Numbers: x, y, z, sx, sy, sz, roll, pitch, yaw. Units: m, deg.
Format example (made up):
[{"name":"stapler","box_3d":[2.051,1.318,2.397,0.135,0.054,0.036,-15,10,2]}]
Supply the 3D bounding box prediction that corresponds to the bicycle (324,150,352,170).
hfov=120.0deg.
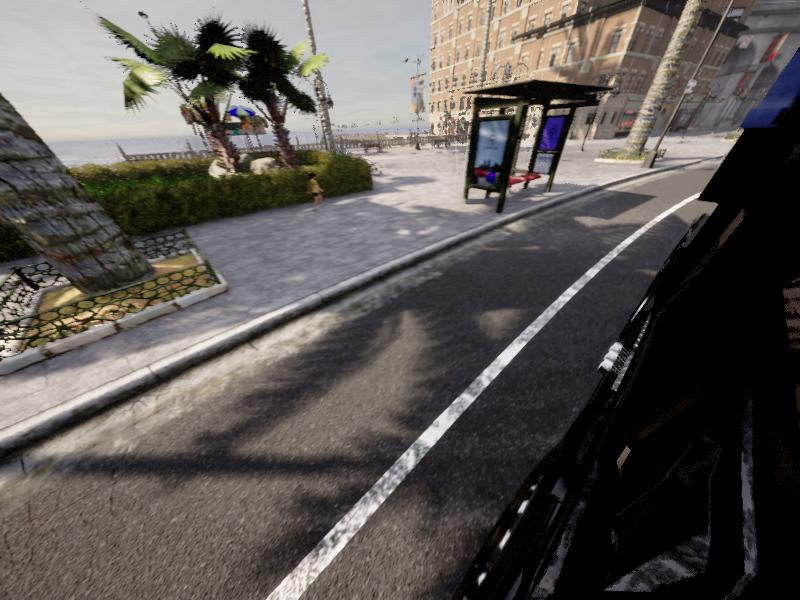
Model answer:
[{"name":"bicycle","box_3d":[-4.180,-9.595,15.778,1.643,1.024,0.373,-20,40,-22]}]

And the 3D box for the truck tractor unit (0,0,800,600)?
[{"name":"truck tractor unit","box_3d":[2.645,-0.295,0.351,6.516,4.208,3.053,-28,44,-30]}]

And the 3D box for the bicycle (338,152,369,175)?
[{"name":"bicycle","box_3d":[-2.697,-8.073,13.636,1.643,1.024,0.373,-20,40,-22]}]

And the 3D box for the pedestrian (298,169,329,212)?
[{"name":"pedestrian","box_3d":[-2.677,-3.397,7.194,0.500,1.100,0.500,-31,45,-32]}]

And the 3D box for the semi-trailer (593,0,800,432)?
[{"name":"semi-trailer","box_3d":[9.015,-3.340,3.928,14.254,4.402,2.717,-24,41,-26]}]

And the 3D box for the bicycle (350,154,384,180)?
[{"name":"bicycle","box_3d":[-1.708,-7.058,12.207,1.643,1.024,0.373,-20,40,-22]}]
